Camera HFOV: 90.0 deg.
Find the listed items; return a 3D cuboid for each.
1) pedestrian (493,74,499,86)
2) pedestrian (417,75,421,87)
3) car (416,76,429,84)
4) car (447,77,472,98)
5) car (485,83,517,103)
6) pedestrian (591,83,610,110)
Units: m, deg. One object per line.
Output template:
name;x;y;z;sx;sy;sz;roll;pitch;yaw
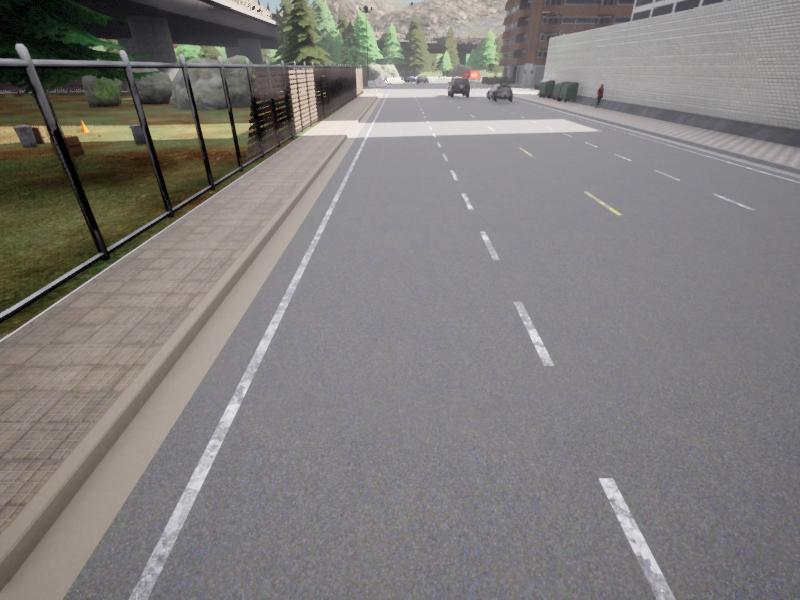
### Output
pedestrian;18.196;-41.640;75.745;0.751;1.860;0.751;21;36;32
pedestrian;3.412;-39.968;73.098;0.751;1.860;0.751;1;30;2
car;5.199;-50.190;91.107;1.816;1.474;4.193;9;31;16
car;7.083;-25.675;48.296;2.150;2.045;5.566;0;30;0
car;10.572;-21.913;42.229;2.033;1.649;4.856;0;30;0
pedestrian;15.836;-16.125;31.671;0.751;1.860;0.751;2;30;3
